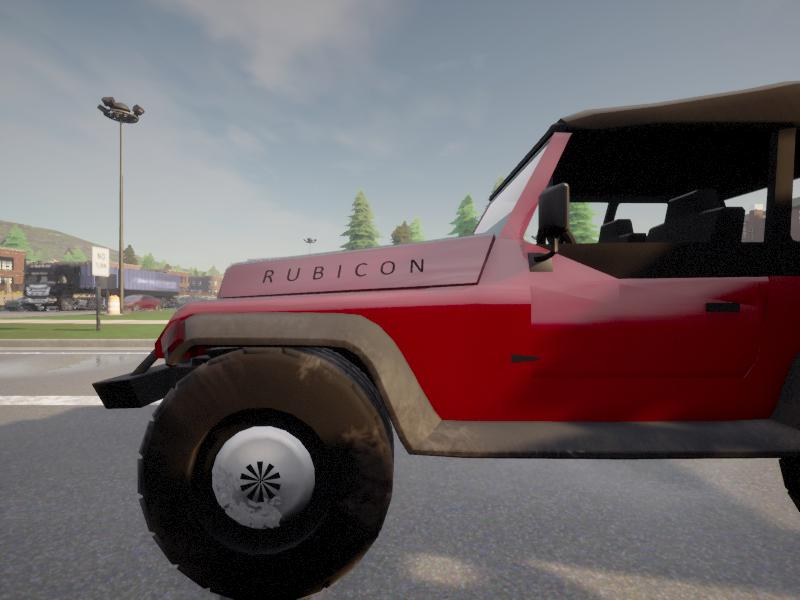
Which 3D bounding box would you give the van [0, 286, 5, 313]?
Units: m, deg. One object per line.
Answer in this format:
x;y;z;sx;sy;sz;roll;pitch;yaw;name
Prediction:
-31.764;-0.029;28.914;2.069;2.038;4.480;0;0;-1;van

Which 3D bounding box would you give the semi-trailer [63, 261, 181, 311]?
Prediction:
-28.431;-1.218;42.382;2.717;4.402;14.254;0;0;-1;semi-trailer

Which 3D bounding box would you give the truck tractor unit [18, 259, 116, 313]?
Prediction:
-28.333;-1.115;34.466;3.053;4.208;6.516;0;0;-1;truck tractor unit

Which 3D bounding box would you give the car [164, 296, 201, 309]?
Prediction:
-24.978;0.307;46.138;1.994;1.385;4.181;0;0;-1;car

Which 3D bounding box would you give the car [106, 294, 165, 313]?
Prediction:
-21.309;0.270;32.507;1.812;1.442;4.674;0;0;-1;car

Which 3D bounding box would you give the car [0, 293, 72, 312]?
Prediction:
-31.844;0.233;35.153;2.038;1.542;4.974;0;-1;-1;car

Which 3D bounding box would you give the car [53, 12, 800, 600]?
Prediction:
0.853;0.046;2.203;3.866;1.878;1.905;0;0;0;car
